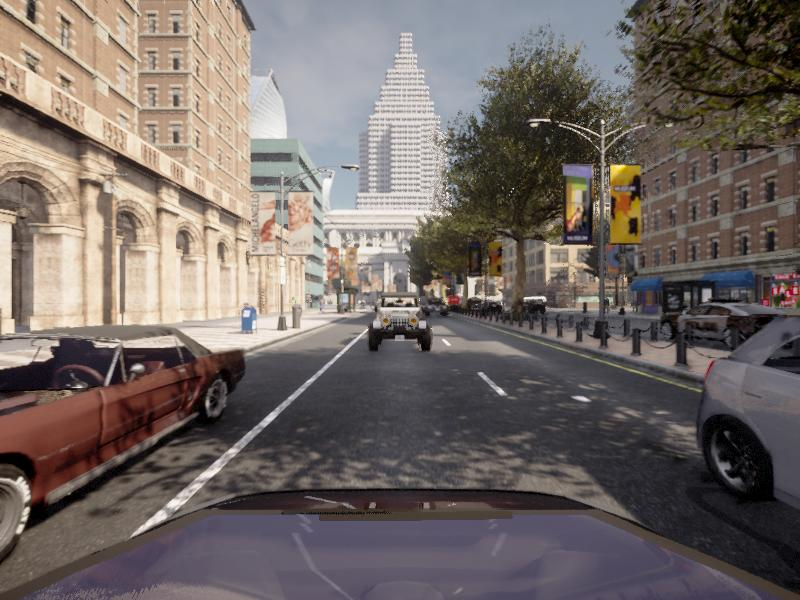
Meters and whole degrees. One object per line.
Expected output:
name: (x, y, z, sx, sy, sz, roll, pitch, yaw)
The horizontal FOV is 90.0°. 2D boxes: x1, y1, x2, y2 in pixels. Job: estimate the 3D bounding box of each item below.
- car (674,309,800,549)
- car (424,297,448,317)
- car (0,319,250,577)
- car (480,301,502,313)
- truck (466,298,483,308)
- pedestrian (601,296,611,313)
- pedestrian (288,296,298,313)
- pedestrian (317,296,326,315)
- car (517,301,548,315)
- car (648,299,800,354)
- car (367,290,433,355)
car: (3.463, 0.829, 1.877, 1.845, 1.501, 3.633, 0, 0, 0)
car: (3.457, 0.668, 38.957, 1.932, 1.855, 4.605, 0, 0, 0)
car: (-3.252, 0.941, 3.791, 1.895, 1.301, 4.718, 0, 0, 0)
car: (11.476, 0.875, 50.735, 1.970, 1.475, 3.806, 0, 0, 0)
truck: (14.961, 0.574, 80.880, 2.390, 2.098, 6.274, 0, 0, 0)
pedestrian: (23.406, 0.504, 45.452, 0.751, 1.860, 0.751, 0, 0, -9)
pedestrian: (-11.482, 0.503, 43.039, 0.751, 1.860, 0.751, 0, 0, 11)
pedestrian: (-7.683, 0.502, 39.394, 0.751, 1.860, 0.751, 0, 0, -1)
car: (14.978, 0.864, 45.418, 1.837, 1.490, 4.892, 0, 0, 0)
car: (11.587, 0.777, 14.464, 1.930, 1.638, 5.238, 0, 0, -1)
car: (-0.009, 0.651, 13.458, 1.905, 1.878, 3.866, 0, 0, 0)
